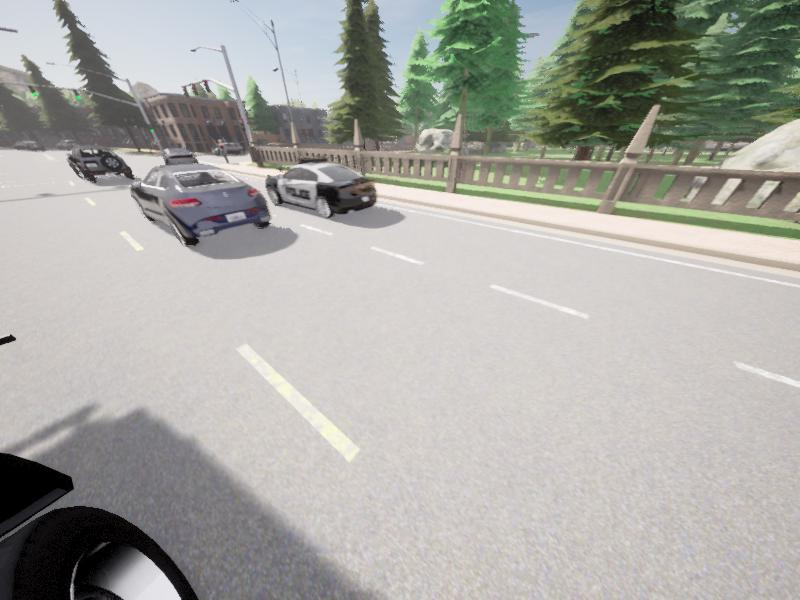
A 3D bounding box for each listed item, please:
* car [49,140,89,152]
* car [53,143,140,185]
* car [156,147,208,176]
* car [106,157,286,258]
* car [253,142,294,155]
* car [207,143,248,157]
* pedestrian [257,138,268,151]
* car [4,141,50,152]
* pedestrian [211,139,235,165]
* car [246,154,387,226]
[{"bbox_3d":[-58.226,-27.187,40.673,4.611,1.667,2.242,13,37,17],"label":"car"},{"bbox_3d":[-18.433,-8.393,14.038,4.605,1.855,1.932,22,40,27],"label":"car"},{"bbox_3d":[-16.693,-10.669,17.602,2.128,1.511,4.902,-27,44,-33],"label":"car"},{"bbox_3d":[-5.944,-2.996,6.705,5.027,1.651,2.152,24,41,29],"label":"car"},{"bbox_3d":[-19.841,-24.076,36.543,1.801,1.575,5.366,24,41,29],"label":"car"},{"bbox_3d":[-23.914,-20.917,32.116,1.970,1.475,3.806,23,41,29],"label":"car"},{"bbox_3d":[-24.209,-27.413,40.692,0.751,1.860,0.751,19,39,25],"label":"pedestrian"},{"bbox_3d":[-62.911,-25.994,38.991,4.792,1.488,2.163,9,36,12],"label":"car"},{"bbox_3d":[-15.724,-13.189,20.576,0.751,1.860,0.751,9,36,12],"label":"pedestrian"},{"bbox_3d":[-3.161,-4.311,8.578,5.238,1.638,1.930,23,41,29],"label":"car"}]
